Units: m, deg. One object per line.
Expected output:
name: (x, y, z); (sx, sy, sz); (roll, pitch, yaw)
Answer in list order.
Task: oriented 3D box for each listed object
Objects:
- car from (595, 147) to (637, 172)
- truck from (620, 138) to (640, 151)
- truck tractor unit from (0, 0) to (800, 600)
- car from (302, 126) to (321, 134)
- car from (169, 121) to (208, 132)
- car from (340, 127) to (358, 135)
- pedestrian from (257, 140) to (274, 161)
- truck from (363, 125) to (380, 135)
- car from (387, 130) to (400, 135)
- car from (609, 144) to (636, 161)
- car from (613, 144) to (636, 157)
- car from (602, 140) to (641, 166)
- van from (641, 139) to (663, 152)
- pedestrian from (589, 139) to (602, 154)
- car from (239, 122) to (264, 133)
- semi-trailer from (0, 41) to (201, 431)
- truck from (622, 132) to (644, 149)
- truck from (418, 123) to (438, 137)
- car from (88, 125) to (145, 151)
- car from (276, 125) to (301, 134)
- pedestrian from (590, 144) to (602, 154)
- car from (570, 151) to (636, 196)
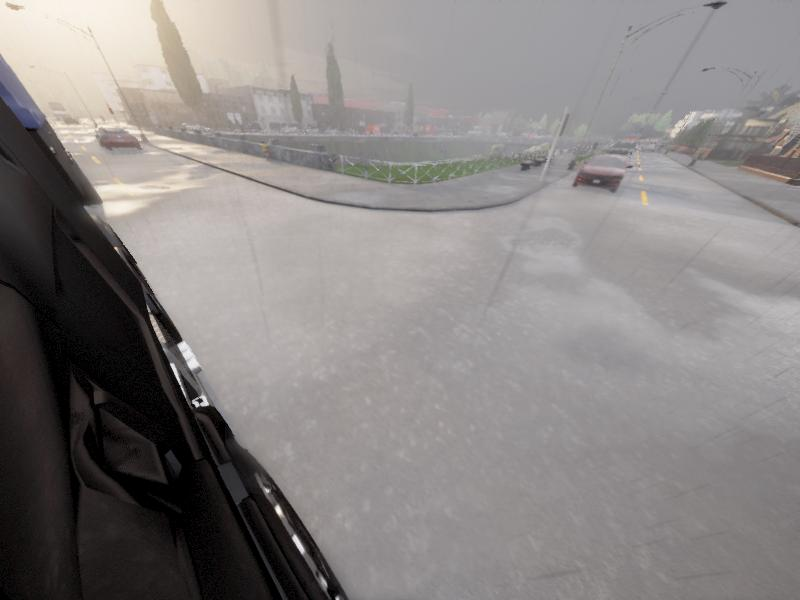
car: (19.050, -12.431, 20.326); (2.007, 1.525, 4.514); (28, 43, 30)
truck: (57.854, -39.212, 58.019); (2.627, 2.467, 5.204); (28, 44, 30)
truck tractor unit: (-2.645, -0.295, 0.351); (6.516, 4.208, 3.053); (28, 44, 30)
car: (-23.206, -44.730, 60.783); (1.851, 1.617, 3.988); (28, 44, 30)
car: (-40.225, -33.092, 44.115); (2.038, 1.542, 4.974); (28, 43, 30)
car: (-15.120, -50.248, 68.691); (1.930, 1.638, 5.238); (28, 44, 30)
pedestrian: (-8.686, -9.667, 14.911); (0.500, 1.100, 0.500); (28, 43, 30)
truck: (-9.056, -54.701, 74.367); (2.627, 2.467, 5.204); (28, 44, 30)
car: (-2.185, -59.007, 81.409); (1.837, 1.490, 4.892); (28, 44, 30)
car: (28.803, -19.102, 29.850); (1.851, 1.617, 3.988); (28, 44, 30)
car: (35.610, -23.705, 36.538); (2.038, 1.542, 4.974); (28, 44, 30)
car: (24.281, -16.194, 25.283); (2.150, 2.045, 5.566); (28, 43, 30)
van: (59.684, -36.723, 54.832); (2.351, 2.431, 6.366); (28, 44, 30)
pedestrian: (29.563, -23.227, 35.006); (0.751, 1.860, 0.751); (21, 40, 23)
car: (-32.842, -38.262, 51.235); (1.905, 1.878, 3.866); (28, 43, 30)
semi-trailer: (-8.698, -3.604, 4.230); (14.254, 4.402, 2.717); (28, 44, 30)
truck: (67.507, -46.314, 67.044); (2.891, 3.827, 8.468); (28, 44, 30)
truck: (10.701, -64.961, 88.298); (2.891, 3.827, 8.468); (28, 44, 30)
car: (-22.233, -12.708, 18.098); (4.181, 1.385, 1.994); (28, 44, 30)
car: (-27.305, -41.933, 56.749); (2.152, 1.651, 5.027); (28, 44, 30)
pedestrian: (30.239, -23.374, 35.716); (0.751, 1.300, 0.751); (-18, 42, -26)
car: (11.063, -6.992, 12.491); (1.882, 1.535, 5.008); (28, 43, 30)
